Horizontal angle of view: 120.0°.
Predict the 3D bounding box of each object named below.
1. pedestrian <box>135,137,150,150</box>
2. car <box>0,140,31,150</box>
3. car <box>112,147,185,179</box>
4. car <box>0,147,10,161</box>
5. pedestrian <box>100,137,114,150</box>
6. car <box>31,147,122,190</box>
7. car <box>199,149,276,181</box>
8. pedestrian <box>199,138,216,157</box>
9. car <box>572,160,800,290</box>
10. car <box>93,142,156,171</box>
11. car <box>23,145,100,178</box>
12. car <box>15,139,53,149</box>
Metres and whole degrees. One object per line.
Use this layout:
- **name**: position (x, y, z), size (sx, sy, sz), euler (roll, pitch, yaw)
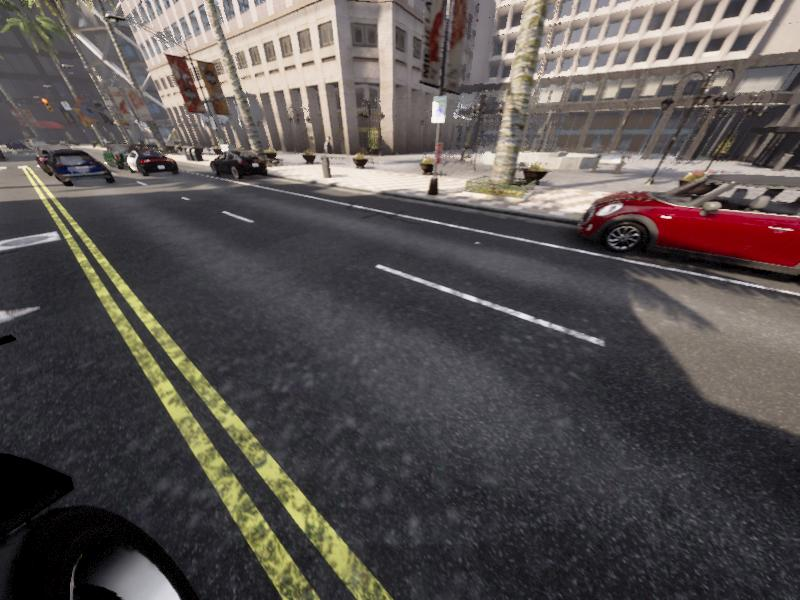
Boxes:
- **pedestrian**: position (-44.879, -27.244, 40.287), size (0.751, 1.860, 0.751), euler (10, 36, 13)
- **car**: position (-69.681, -28.063, 41.821), size (3.633, 1.501, 1.845), euler (15, 38, 20)
- **car**: position (-17.794, -9.790, 16.332), size (4.974, 1.542, 2.038), euler (22, 41, 28)
- **car**: position (-45.098, -16.140, 25.150), size (4.792, 1.488, 2.163), euler (23, 41, 28)
- **pedestrian**: position (-53.232, -28.482, 41.970), size (0.751, 1.860, 0.751), euler (-28, 44, -34)
- **car**: position (-18.405, -7.608, 13.143), size (4.856, 1.649, 2.033), euler (23, 41, 28)
- **car**: position (-10.944, -9.183, 15.577), size (4.792, 1.488, 2.163), euler (22, 41, 28)
- **pedestrian**: position (-23.735, -18.834, 28.532), size (0.751, 1.860, 0.751), euler (23, 41, 29)
- **car**: position (6.898, -1.861, 5.069), size (4.553, 1.767, 2.185), euler (22, 41, 28)
- **car**: position (-22.900, -12.014, 19.217), size (4.553, 1.767, 2.097), euler (23, 41, 28)
- **car**: position (-23.969, -9.934, 16.359), size (4.611, 1.667, 2.242), euler (22, 41, 28)
- **car**: position (-72.431, -30.897, 45.698), size (4.611, 1.667, 2.242), euler (11, 36, 15)
